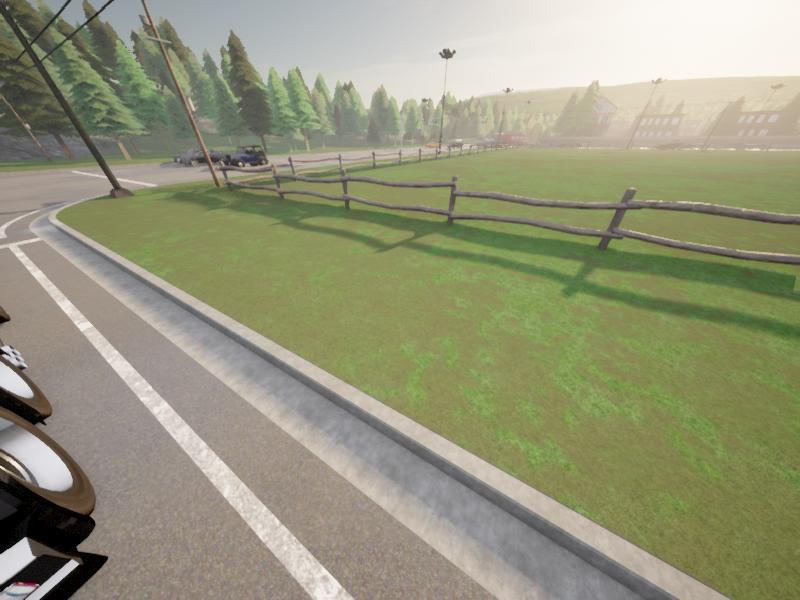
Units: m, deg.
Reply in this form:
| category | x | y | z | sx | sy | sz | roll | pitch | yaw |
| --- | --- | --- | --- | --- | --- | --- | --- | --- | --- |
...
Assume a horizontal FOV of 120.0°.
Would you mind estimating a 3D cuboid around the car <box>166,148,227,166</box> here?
| category | x | y | z | sx | sy | sz | roll | pitch | yaw |
| --- | --- | --- | --- | --- | --- | --- | --- | --- | --- |
| car | -23.434 | -16.746 | 26.864 | 1.837 | 1.490 | 4.892 | 18 | 39 | 25 |

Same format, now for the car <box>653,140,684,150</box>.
| category | x | y | z | sx | sy | sz | roll | pitch | yaw |
| --- | --- | --- | --- | --- | --- | --- | --- | --- | --- |
| car | 60.278 | -34.940 | 51.984 | 3.866 | 1.878 | 1.905 | 18 | 39 | 25 |

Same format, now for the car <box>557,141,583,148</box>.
| category | x | y | z | sx | sy | sz | roll | pitch | yaw |
| --- | --- | --- | --- | --- | --- | --- | --- | --- | --- |
| car | 45.819 | -41.967 | 62.366 | 5.238 | 1.638 | 1.930 | 18 | 39 | 25 |

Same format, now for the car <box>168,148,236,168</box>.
| category | x | y | z | sx | sy | sz | roll | pitch | yaw |
| --- | --- | --- | --- | --- | --- | --- | --- | --- | --- |
| car | -20.904 | -15.258 | 24.697 | 2.128 | 1.511 | 4.902 | 18 | 39 | 24 |

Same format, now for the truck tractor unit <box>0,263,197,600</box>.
| category | x | y | z | sx | sy | sz | roll | pitch | yaw |
| --- | --- | --- | --- | --- | --- | --- | --- | --- | --- |
| truck tractor unit | -5.113 | -0.299 | 0.783 | 6.516 | 4.208 | 3.053 | 18 | 39 | 24 |

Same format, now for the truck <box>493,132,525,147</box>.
| category | x | y | z | sx | sy | sz | roll | pitch | yaw |
| --- | --- | --- | --- | --- | --- | --- | --- | --- | --- |
| truck | 34.357 | -50.870 | 73.299 | 8.468 | 3.827 | 2.891 | 9 | 36 | 13 |

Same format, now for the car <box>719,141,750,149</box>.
| category | x | y | z | sx | sy | sz | roll | pitch | yaw |
| --- | --- | --- | --- | --- | --- | --- | --- | --- | --- |
| car | 80.404 | -37.420 | 55.652 | 3.633 | 1.501 | 1.845 | 18 | 39 | 25 |

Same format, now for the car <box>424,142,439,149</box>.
| category | x | y | z | sx | sy | sz | roll | pitch | yaw |
| --- | --- | --- | --- | --- | --- | --- | --- | --- | --- |
| car | 8.907 | -43.598 | 65.072 | 1.882 | 1.535 | 5.008 | 25 | 42 | 31 |

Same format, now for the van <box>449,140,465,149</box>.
| category | x | y | z | sx | sy | sz | roll | pitch | yaw |
| --- | --- | --- | --- | --- | --- | --- | --- | --- | --- |
| van | 15.335 | -41.982 | 62.272 | 2.069 | 2.038 | 4.480 | 25 | 42 | 31 |

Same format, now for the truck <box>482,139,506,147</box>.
| category | x | y | z | sx | sy | sz | roll | pitch | yaw |
| --- | --- | --- | --- | --- | --- | --- | --- | --- | --- |
| truck | 29.107 | -48.557 | 71.533 | 6.274 | 2.098 | 2.390 | 0 | 35 | 0 |

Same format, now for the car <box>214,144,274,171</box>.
| category | x | y | z | sx | sy | sz | roll | pitch | yaw |
| --- | --- | --- | --- | --- | --- | --- | --- | --- | --- |
| car | -14.650 | -13.633 | 21.988 | 1.905 | 1.878 | 3.866 | 18 | 39 | 24 |

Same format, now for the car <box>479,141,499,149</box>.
| category | x | y | z | sx | sy | sz | roll | pitch | yaw |
| --- | --- | --- | --- | --- | --- | --- | --- | --- | --- |
| car | 25.217 | -43.945 | 65.448 | 4.611 | 1.667 | 2.242 | -14 | 37 | -19 |
